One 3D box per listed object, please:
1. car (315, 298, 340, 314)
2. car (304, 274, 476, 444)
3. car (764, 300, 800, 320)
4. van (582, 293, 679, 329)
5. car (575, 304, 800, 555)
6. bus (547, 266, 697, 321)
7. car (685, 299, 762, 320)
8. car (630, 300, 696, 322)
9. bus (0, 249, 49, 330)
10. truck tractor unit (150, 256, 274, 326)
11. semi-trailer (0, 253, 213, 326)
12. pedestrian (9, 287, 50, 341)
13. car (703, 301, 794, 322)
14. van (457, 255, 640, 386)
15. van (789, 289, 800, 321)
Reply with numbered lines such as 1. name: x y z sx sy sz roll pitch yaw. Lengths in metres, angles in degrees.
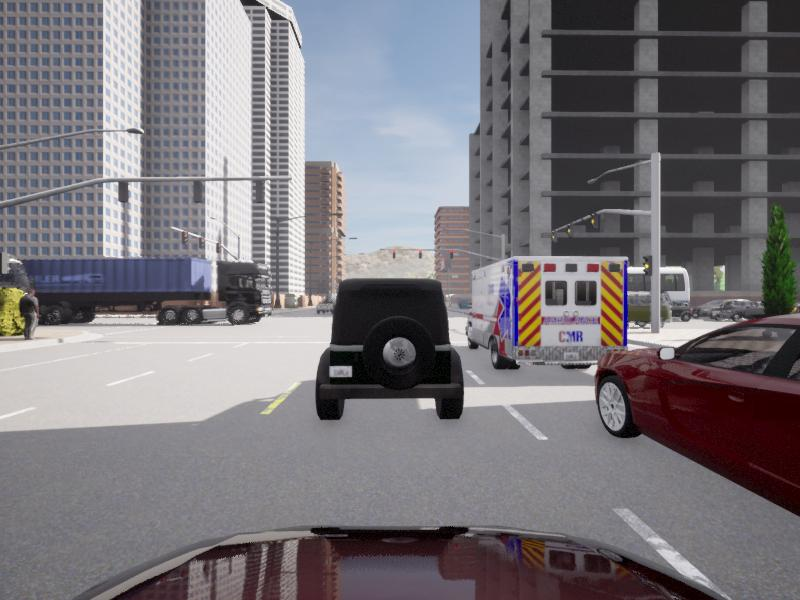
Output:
1. car: -8.316 0.652 46.420 1.932 1.855 4.605 0 0 1
2. car: -0.157 0.646 6.375 1.905 1.878 3.866 0 0 -2
3. car: 33.950 0.801 33.484 5.366 1.575 1.801 0 0 -1
4. van: 12.929 0.598 22.588 4.442 1.987 1.775 0 0 -1
5. car: 3.422 0.823 3.069 1.882 1.535 5.008 0 0 -1
6. bus: 18.010 -0.535 33.064 10.273 4.253 3.944 0 0 -1
7. car: 26.870 0.756 33.351 4.611 1.667 2.242 0 0 -1
8. car: 19.451 0.815 29.711 3.705 1.549 1.789 0 0 -1
9. bus: -26.194 -0.533 21.974 10.273 4.253 3.944 0 0 -1
10. truck tractor unit: -11.792 -0.523 25.642 6.516 4.208 3.053 0 0 -1
11. semi-trailer: -19.708 -0.619 25.578 14.254 4.402 2.717 0 0 0
12. pedestrian: -13.168 0.485 14.233 0.751 1.860 0.751 0 0 11
13. car: 25.877 0.836 29.830 4.902 1.511 2.128 0 0 -1
14. van: 3.229 0.378 10.624 2.351 2.431 6.366 0 0 -2
15. van: 33.479 0.378 29.976 6.366 2.431 2.351 0 0 -1
